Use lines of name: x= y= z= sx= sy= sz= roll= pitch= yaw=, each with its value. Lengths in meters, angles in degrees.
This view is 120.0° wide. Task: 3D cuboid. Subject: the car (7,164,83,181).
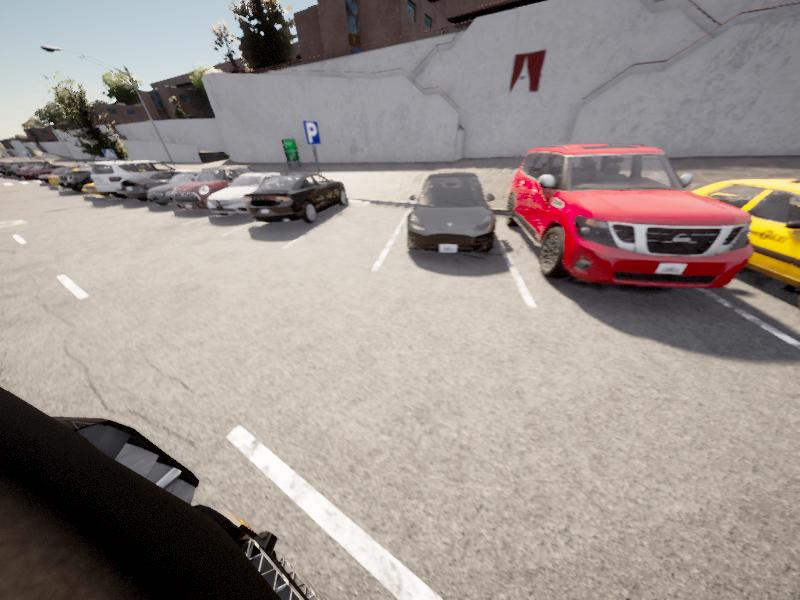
car: x=-45.400 y=-16.521 z=29.782 sx=2.163 sy=1.488 sz=4.792 roll=5 pitch=34 yaw=9

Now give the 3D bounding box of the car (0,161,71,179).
car: x=-50.595 y=-18.212 z=32.246 sx=2.185 sy=1.767 sz=4.553 roll=4 pitch=34 yaw=9

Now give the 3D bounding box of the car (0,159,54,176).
car: x=-63.509 y=-22.246 z=38.583 sx=2.435 sy=2.045 sz=5.566 roll=4 pitch=34 yaw=9

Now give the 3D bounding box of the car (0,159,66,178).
car: x=-53.157 y=-19.155 z=33.583 sx=1.878 sy=1.987 sz=4.442 roll=4 pitch=34 yaw=9

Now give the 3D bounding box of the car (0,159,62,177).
car: x=-58.341 y=-20.654 z=35.992 sx=2.435 sy=2.045 sz=5.566 roll=5 pitch=34 yaw=9

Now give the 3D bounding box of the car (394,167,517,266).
car: x=1.398 y=-2.710 z=6.543 sx=2.163 sy=1.488 sz=4.792 roll=4 pitch=34 yaw=9

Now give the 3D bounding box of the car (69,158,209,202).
car: x=-16.800 y=-8.225 z=15.555 sx=2.435 sy=2.045 sz=5.566 roll=4 pitch=34 yaw=9

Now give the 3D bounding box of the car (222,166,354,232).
car: x=-3.802 y=-4.235 z=9.159 sx=2.097 sy=1.535 sz=5.008 roll=4 pitch=34 yaw=10

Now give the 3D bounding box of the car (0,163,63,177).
car: x=-55.755 y=-19.678 z=34.879 sx=2.231 sy=1.521 sz=4.892 roll=4 pitch=34 yaw=9

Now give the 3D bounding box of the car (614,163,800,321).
car: x=6.564 y=-1.160 z=3.787 sx=1.946 sy=1.575 sz=5.366 roll=4 pitch=34 yaw=9

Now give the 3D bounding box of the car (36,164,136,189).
car: x=-29.774 y=-11.965 z=22.262 sx=1.946 sy=1.575 sz=5.366 roll=4 pitch=34 yaw=9

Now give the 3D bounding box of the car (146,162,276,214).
car: x=-8.991 y=-5.855 z=11.728 sx=2.185 sy=1.767 sz=4.553 roll=4 pitch=34 yaw=9

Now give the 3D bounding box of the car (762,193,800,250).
car: x=9.218 y=-0.613 z=2.792 sx=1.946 sy=1.575 sz=5.366 roll=4 pitch=34 yaw=10

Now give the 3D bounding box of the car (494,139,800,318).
car: x=3.989 y=-2.200 z=5.086 sx=2.435 sy=2.045 sz=5.566 roll=4 pitch=34 yaw=9

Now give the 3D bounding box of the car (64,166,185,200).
car: x=-19.426 y=-8.666 z=16.811 sx=1.946 sy=1.575 sz=5.366 roll=5 pitch=34 yaw=9

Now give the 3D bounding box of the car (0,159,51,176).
car: x=-60.940 y=-21.364 z=37.205 sx=1.878 sy=1.987 sz=4.442 roll=5 pitch=34 yaw=9

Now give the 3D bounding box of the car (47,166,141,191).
car: x=-27.194 y=-11.050 z=20.853 sx=2.002 sy=1.452 sz=4.674 roll=5 pitch=34 yaw=9

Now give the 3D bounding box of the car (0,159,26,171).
car: x=-81.618 y=-27.697 z=47.309 sx=1.878 sy=1.987 sz=4.442 roll=5 pitch=34 yaw=8

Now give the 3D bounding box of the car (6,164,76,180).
car: x=-48.004 y=-17.311 z=31.089 sx=2.002 sy=1.452 sz=4.674 roll=4 pitch=34 yaw=9

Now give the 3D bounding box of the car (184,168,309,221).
car: x=-6.393 y=-4.952 z=10.492 sx=2.002 sy=1.452 sz=4.674 roll=4 pitch=34 yaw=9

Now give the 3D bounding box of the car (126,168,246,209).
car: x=-11.587 y=-6.449 z=13.097 sx=2.002 sy=1.452 sz=4.674 roll=4 pitch=34 yaw=9

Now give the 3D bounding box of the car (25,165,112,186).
car: x=-35.002 y=-13.386 z=24.665 sx=2.163 sy=1.488 sz=4.792 roll=5 pitch=34 yaw=9

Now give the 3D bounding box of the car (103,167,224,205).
car: x=-14.194 y=-7.233 z=14.414 sx=2.163 sy=1.488 sz=4.792 roll=4 pitch=34 yaw=9

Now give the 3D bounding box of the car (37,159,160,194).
car: x=-24.602 y=-10.495 z=19.380 sx=2.435 sy=2.045 sz=5.566 roll=5 pitch=34 yaw=9
